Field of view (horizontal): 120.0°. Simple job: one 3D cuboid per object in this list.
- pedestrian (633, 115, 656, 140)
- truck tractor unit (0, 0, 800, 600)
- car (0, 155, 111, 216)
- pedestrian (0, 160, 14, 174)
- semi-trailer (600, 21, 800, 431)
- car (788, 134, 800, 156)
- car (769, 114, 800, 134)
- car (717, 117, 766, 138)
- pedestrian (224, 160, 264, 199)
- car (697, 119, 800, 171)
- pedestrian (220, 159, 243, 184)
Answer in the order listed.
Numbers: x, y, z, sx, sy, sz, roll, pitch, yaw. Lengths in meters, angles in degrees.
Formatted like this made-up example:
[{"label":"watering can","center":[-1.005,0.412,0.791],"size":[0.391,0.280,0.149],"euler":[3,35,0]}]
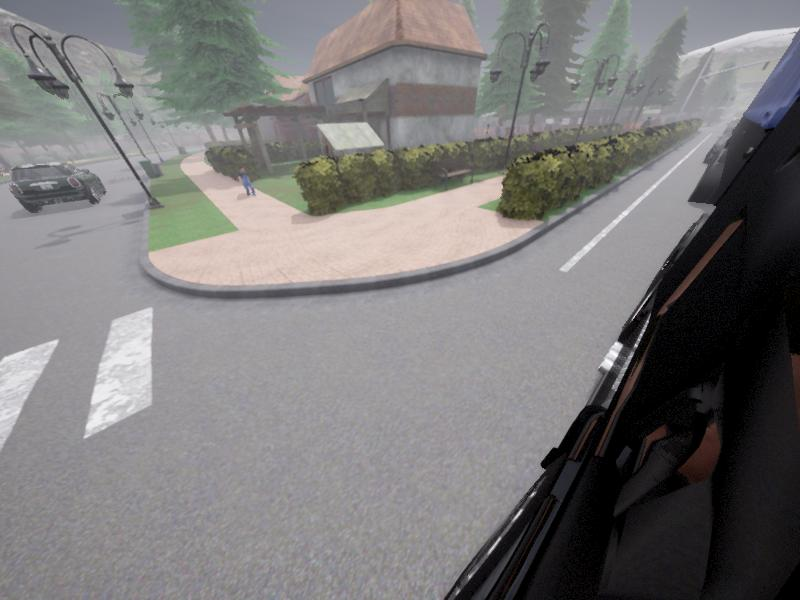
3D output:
[{"label":"pedestrian","center":[23.603,-16.612,22.314],"size":[0.751,1.860,0.751],"euler":[-29,44,-30]},{"label":"truck tractor unit","center":[2.645,-0.295,0.351],"size":[6.516,4.208,3.053],"euler":[-28,44,-30]},{"label":"car","center":[-16.124,-5.606,10.943],"size":[2.097,1.767,4.553],"euler":[-29,44,-31]},{"label":"pedestrian","center":[-38.276,-12.786,22.236],"size":[0.500,1.100,0.500],"euler":[-27,43,-29]},{"label":"semi-trailer","center":[8.594,-3.687,4.309],"size":[14.254,4.402,2.717],"euler":[-29,44,-31]},{"label":"car","center":[24.416,-9.121,12.761],"size":[4.611,1.667,2.242],"euler":[-29,44,-31]},{"label":"car","center":[41.264,-18.555,24.323],"size":[4.892,1.490,1.837],"euler":[-29,44,-31]},{"label":"car","center":[33.515,-16.997,22.754],"size":[4.902,1.511,2.128],"euler":[-29,44,-31]},{"label":"pedestrian","center":[-6.490,-5.034,9.664],"size":[0.751,1.300,0.751],"euler":[23,44,30]},{"label":"car","center":[17.425,-7.970,11.725],"size":[4.856,1.649,2.033],"euler":[-30,45,-30]},{"label":"pedestrian","center":[-9.095,-6.961,12.508],"size":[0.500,1.100,0.500],"euler":[29,47,35]}]
